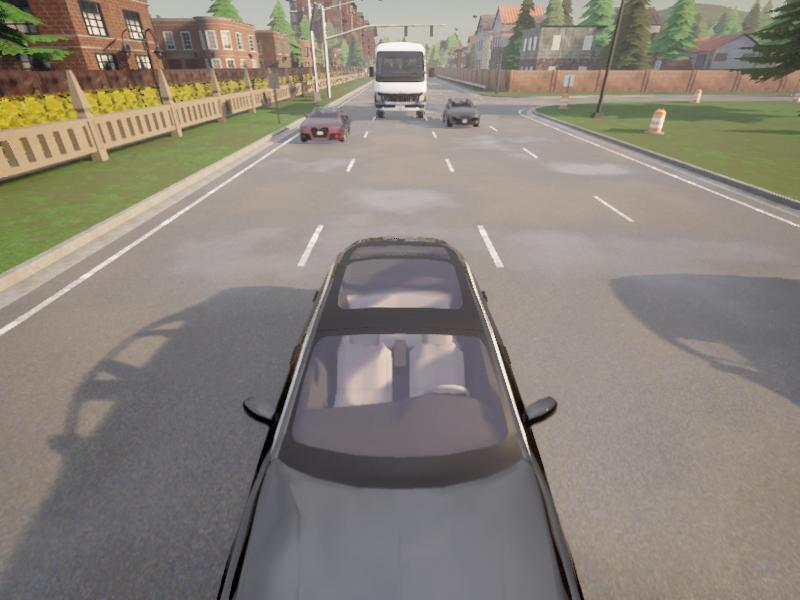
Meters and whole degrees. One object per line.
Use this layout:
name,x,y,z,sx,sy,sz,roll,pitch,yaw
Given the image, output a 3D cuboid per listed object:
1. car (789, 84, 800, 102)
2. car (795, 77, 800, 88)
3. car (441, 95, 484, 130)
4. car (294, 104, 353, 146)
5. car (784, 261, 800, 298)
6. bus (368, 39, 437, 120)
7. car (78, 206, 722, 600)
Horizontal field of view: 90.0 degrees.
car,41.915,-20.612,39.824,3.806,1.475,1.970,9,31,15
car,65.314,-33.939,62.472,1.930,1.638,5.238,0,30,0
car,3.513,-10.987,23.345,1.816,1.474,4.193,0,30,0
car,-3.492,-8.424,19.062,1.994,1.385,4.181,0,30,0
car,7.001,0.133,4.192,1.851,1.617,3.988,0,30,0
bus,0.134,-15.484,28.313,3.944,4.253,10.273,0,29,0
car,0.002,0.655,3.431,2.128,1.511,4.902,0,30,0
